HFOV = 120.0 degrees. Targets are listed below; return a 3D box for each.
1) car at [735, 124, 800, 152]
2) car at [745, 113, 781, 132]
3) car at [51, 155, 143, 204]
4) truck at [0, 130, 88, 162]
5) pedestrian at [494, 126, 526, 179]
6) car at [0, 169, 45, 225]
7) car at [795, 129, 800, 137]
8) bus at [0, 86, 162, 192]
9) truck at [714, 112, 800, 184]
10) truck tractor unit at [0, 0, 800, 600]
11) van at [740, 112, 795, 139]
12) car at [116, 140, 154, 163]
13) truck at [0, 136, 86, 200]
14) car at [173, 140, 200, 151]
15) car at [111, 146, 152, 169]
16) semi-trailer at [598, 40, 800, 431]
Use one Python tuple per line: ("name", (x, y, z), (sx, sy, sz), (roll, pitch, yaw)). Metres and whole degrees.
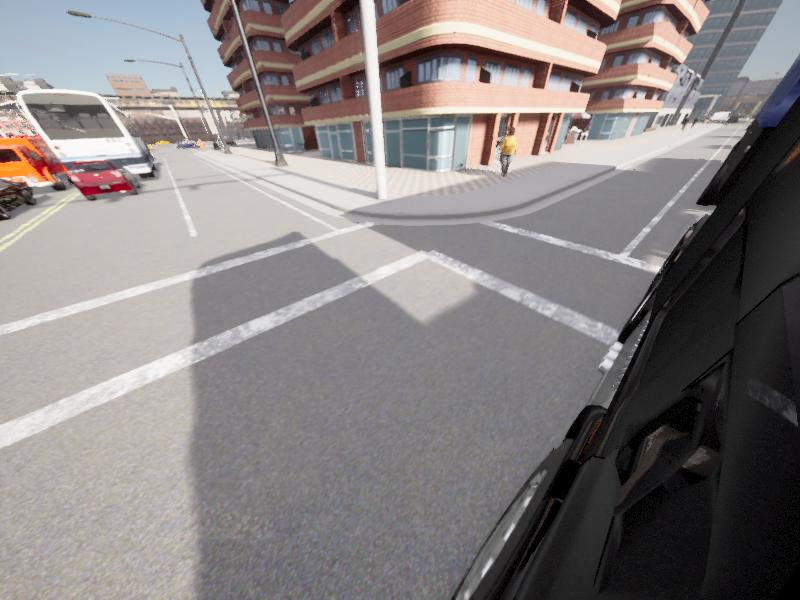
("car", (26.342, -11.724, 16.630), (4.181, 1.385, 1.994), (-28, 44, -30))
("car", (50.511, -24.780, 32.244), (4.605, 1.855, 1.932), (-28, 44, -30))
("car", (-14.192, -5.935, 11.138), (1.845, 1.501, 3.633), (-29, 44, -31))
("truck", (-60.257, -25.919, 38.657), (8.468, 3.827, 2.891), (-28, 44, -30))
("pedestrian", (4.717, -6.398, 10.059), (0.751, 1.860, 0.751), (5, 37, 10))
("car", (-15.871, -3.758, 8.521), (1.895, 1.301, 4.718), (-29, 44, -31))
("car", (41.316, -17.158, 22.583), (3.866, 1.878, 1.905), (-28, 44, -30))
("bus", (-19.794, -10.564, 15.385), (3.944, 4.253, 10.273), (-28, 44, -30))
("truck", (16.517, -6.823, 10.042), (6.274, 2.098, 2.390), (-28, 44, -30))
("truck tractor unit", (2.645, -0.295, 0.351), (6.516, 4.208, 3.053), (-28, 44, -30))
("van", (37.184, -17.762, 23.514), (4.480, 2.038, 2.069), (-28, 44, -31))
("car", (-31.933, -18.031, 27.931), (2.150, 2.045, 5.566), (-30, 45, -32))
("truck", (-20.677, -7.396, 12.689), (2.627, 2.467, 5.204), (-29, 44, -30))
("car", (-44.895, -32.523, 48.577), (3.806, 1.475, 1.970), (-28, 44, -30))
("car", (-26.765, -14.368, 23.158), (2.038, 1.542, 4.974), (-30, 45, -31))
("semi-trailer", (8.705, -3.590, 4.236), (14.254, 4.402, 2.717), (-28, 44, -30))
